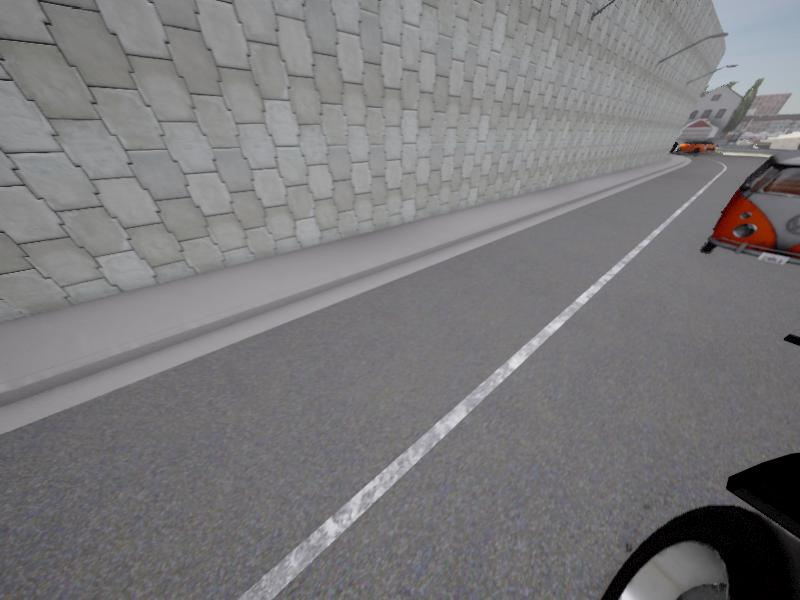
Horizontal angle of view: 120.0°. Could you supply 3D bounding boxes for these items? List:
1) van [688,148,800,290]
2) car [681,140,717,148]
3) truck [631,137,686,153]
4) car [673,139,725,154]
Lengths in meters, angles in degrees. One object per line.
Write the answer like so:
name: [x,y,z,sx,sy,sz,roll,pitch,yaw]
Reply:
van: [8.538,-2.019,4.990,4.442,1.987,1.775,-24,42,-30]
car: [68.029,-35.598,52.626,4.892,1.490,1.837,3,35,5]
truck: [42.340,-25.646,38.169,2.390,2.098,6.274,2,35,4]
car: [45.279,-23.365,35.186,2.097,1.767,4.553,3,35,5]
